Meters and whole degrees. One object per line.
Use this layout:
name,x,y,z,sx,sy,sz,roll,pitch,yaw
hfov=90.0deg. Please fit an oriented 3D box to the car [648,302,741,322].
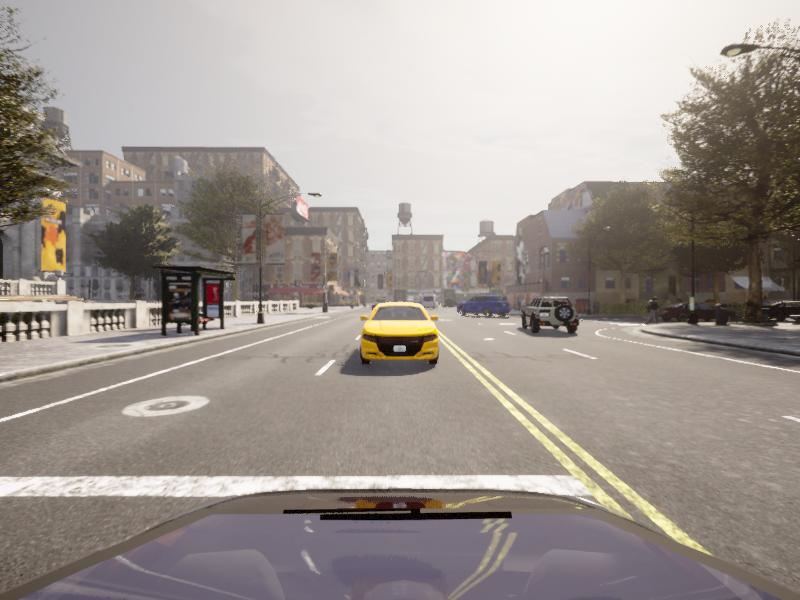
car,21.441,0.874,29.292,5.357,1.411,2.033,0,0,0

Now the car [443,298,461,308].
car,10.275,0.601,79.063,1.905,1.878,3.866,0,0,33

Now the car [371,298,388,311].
car,-3.010,0.612,59.082,1.932,1.855,4.605,0,0,4

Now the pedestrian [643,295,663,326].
pedestrian,15.364,0.620,24.277,0.751,1.860,0.751,0,0,-23

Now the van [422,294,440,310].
van,5.185,0.275,66.381,1.988,2.561,5.915,0,0,14

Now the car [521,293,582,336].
car,7.378,0.638,20.015,1.932,1.855,4.605,0,0,9

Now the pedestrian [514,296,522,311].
pedestrian,15.110,0.449,51.085,0.751,1.860,0.751,0,0,-1

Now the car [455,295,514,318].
car,7.875,0.543,37.859,2.150,2.045,5.566,-1,1,-32

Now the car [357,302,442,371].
car,-0.021,0.814,11.369,1.882,1.535,5.008,0,0,0

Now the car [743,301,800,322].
car,28.411,0.815,29.220,4.902,1.511,2.128,0,0,0
